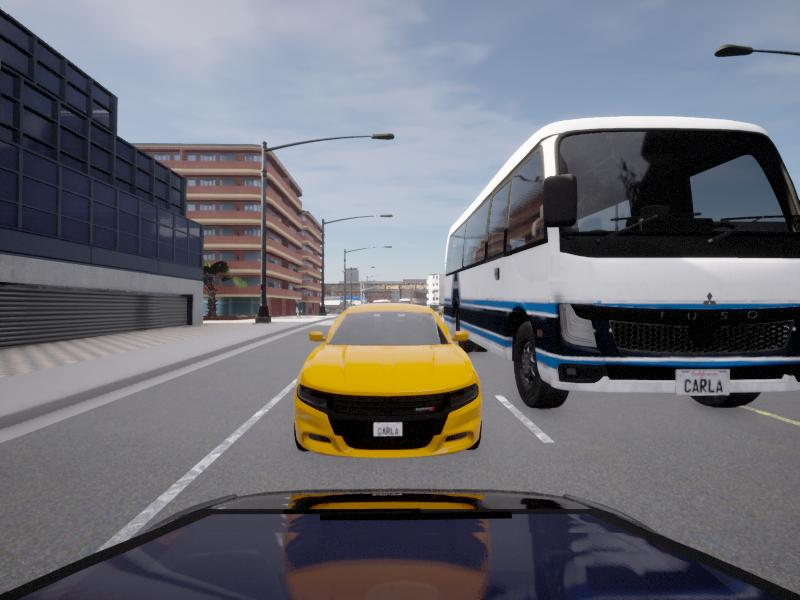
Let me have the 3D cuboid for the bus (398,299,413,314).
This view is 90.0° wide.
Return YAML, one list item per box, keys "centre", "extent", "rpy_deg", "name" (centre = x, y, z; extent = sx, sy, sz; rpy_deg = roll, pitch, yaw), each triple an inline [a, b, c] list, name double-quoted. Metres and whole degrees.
- centre: [1.603, 1.795, 118.043]
  extent: [3.944, 4.253, 10.273]
  rpy_deg: [0, -1, -1]
  name: "bus"

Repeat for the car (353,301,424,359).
- centre: [-0.325, 0.768, 12.619]
  extent: [1.812, 1.442, 4.674]
  rpy_deg: [0, 1, -1]
  name: "car"

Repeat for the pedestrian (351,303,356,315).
- centre: [-7.292, 1.463, 63.060]
  extent: [0.751, 1.860, 0.751]
  rpy_deg: [0, -1, 0]
  name: "pedestrian"

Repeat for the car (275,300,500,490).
- centre: [-0.158, 0.790, 5.854]
  extent: [1.882, 1.535, 5.008]
  rpy_deg: [0, 1, -1]
  name: "car"

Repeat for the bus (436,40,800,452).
- centre: [3.384, -0.601, 9.306]
  extent: [3.944, 4.253, 10.273]
  rpy_deg: [0, 1, -1]
  name: "bus"

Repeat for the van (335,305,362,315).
- centre: [-12.646, 2.371, 98.971]
  extent: [6.366, 2.431, 2.351]
  rpy_deg: [0, -1, -2]
  name: "van"
